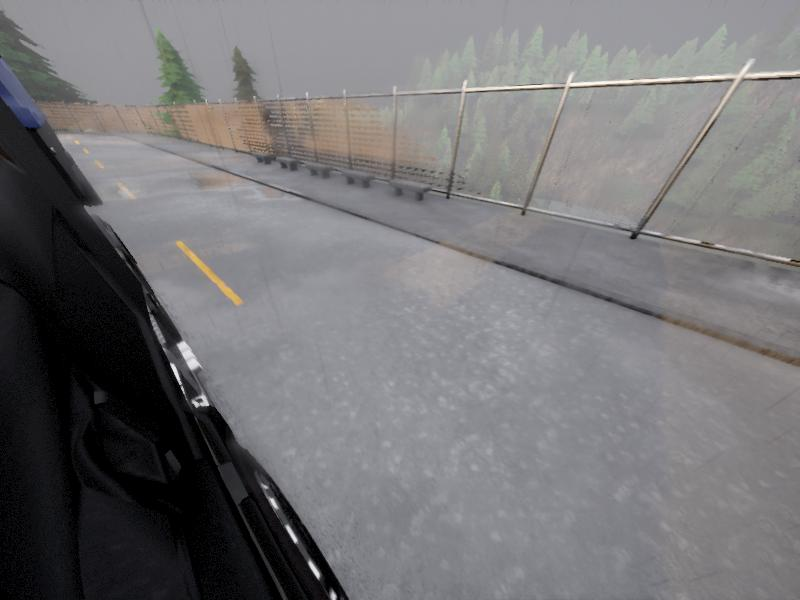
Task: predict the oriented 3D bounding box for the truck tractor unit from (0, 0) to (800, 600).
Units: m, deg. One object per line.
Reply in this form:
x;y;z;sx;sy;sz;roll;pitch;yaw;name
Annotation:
-2.645;-0.295;0.351;6.516;4.208;3.053;28;44;30;truck tractor unit

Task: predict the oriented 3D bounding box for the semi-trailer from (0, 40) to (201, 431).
-8.708;-3.591;4.230;14.254;4.402;2.717;28;43;30;semi-trailer

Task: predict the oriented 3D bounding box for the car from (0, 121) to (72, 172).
-18.777;-7.825;11.597;5.238;1.638;1.930;29;44;30;car
